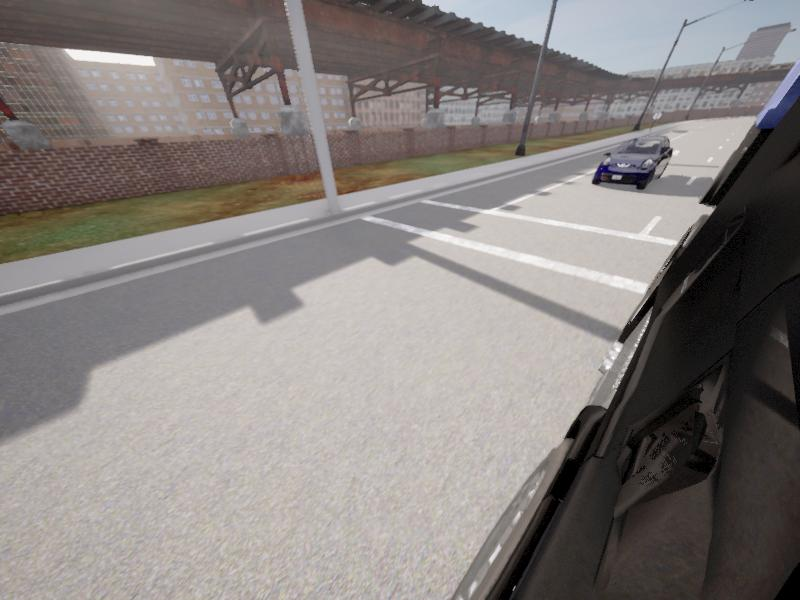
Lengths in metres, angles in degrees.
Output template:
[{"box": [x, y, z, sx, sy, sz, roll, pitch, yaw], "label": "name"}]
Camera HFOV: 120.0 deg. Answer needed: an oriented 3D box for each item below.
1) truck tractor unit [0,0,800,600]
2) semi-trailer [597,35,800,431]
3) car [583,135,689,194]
[{"box": [2.645, -0.295, 0.352, 6.516, 4.208, 3.053, -28, 44, -30], "label": "truck tractor unit"}, {"box": [8.717, -3.594, 4.209, 14.254, 4.402, 2.717, -28, 43, -29], "label": "semi-trailer"}, {"box": [9.253, -5.465, 9.089, 3.633, 1.501, 1.845, -28, 44, -30], "label": "car"}]
